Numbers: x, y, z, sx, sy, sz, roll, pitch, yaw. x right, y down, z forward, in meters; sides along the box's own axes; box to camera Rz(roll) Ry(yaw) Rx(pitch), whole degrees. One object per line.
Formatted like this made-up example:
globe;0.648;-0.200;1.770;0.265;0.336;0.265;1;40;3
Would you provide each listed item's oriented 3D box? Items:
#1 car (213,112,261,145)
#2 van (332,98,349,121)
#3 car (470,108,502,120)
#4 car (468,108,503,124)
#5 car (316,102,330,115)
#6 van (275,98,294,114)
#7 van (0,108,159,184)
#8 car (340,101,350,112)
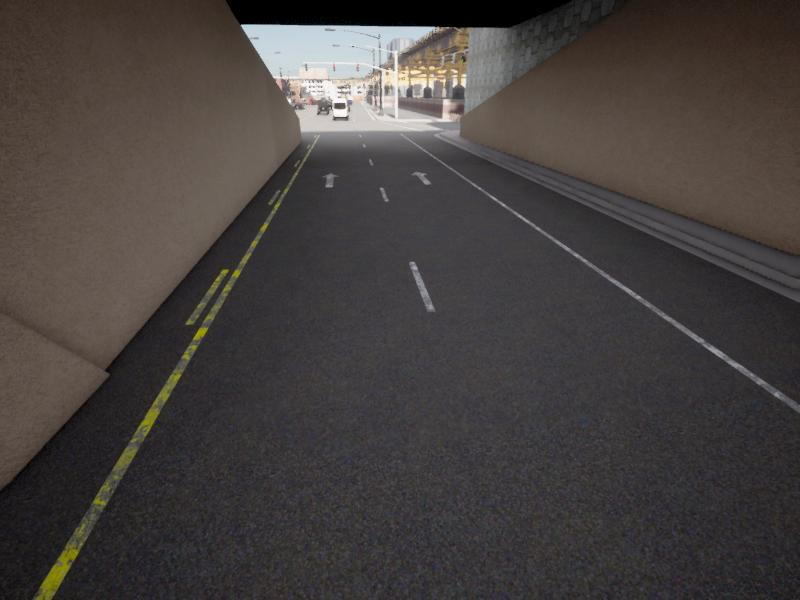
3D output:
car;-11.577;-12.429;28.822;1.932;1.855;4.605;-3;27;-6
van;-8.123;-26.226;54.960;1.988;2.561;5.915;-3;28;-5
car;10.430;-22.494;48.328;1.853;1.218;4.536;19;33;33
car;10.398;-22.335;48.364;2.038;1.542;4.974;19;33;33
car;-13.187;-32.957;68.793;1.905;1.878;3.866;-3;27;-5
van;-20.763;-34.992;72.196;2.351;2.431;6.366;-3;27;-6
van;-13.549;-7.016;17.676;2.351;2.431;6.366;-3;27;-6
car;-10.870;-38.421;79.435;1.905;1.878;3.866;-3;27;-5
